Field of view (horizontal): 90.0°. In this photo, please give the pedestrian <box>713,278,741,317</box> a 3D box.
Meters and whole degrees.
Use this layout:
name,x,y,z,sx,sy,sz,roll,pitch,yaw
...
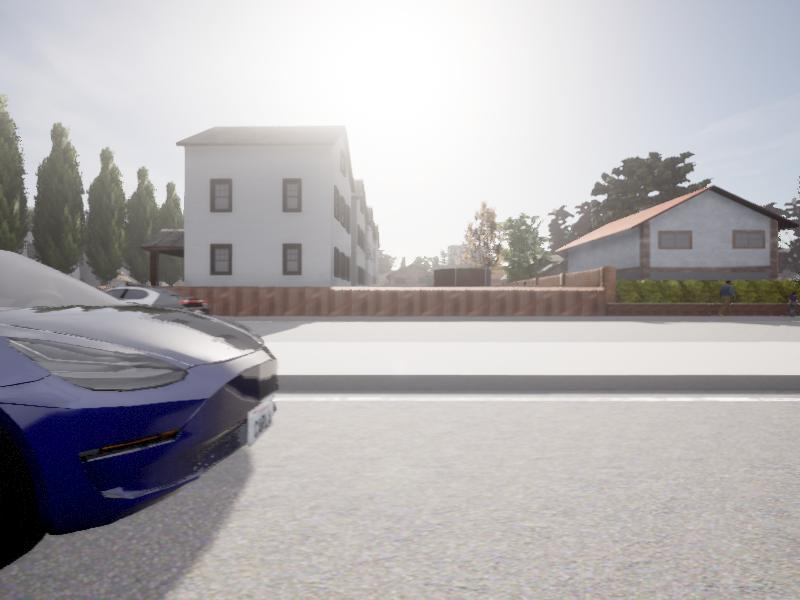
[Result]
name,x,y,z,sx,sy,sz,roll,pitch,yaw
pedestrian,16.096,-0.122,19.702,0.751,1.860,0.751,0,0,2

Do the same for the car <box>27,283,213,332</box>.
name,x,y,z,sx,sy,sz,roll,pitch,yaw
car,-9.380,0.229,13.746,4.974,1.542,2.038,0,0,0

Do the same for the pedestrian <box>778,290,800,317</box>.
name,x,y,z,sx,sy,sz,roll,pitch,yaw
pedestrian,19.369,0.156,19.736,0.751,1.300,0.751,0,0,1

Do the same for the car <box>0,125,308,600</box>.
name,x,y,z,sx,sy,sz,roll,pitch,yaw
car,-3.156,0.253,2.217,4.792,1.488,2.163,0,0,0
